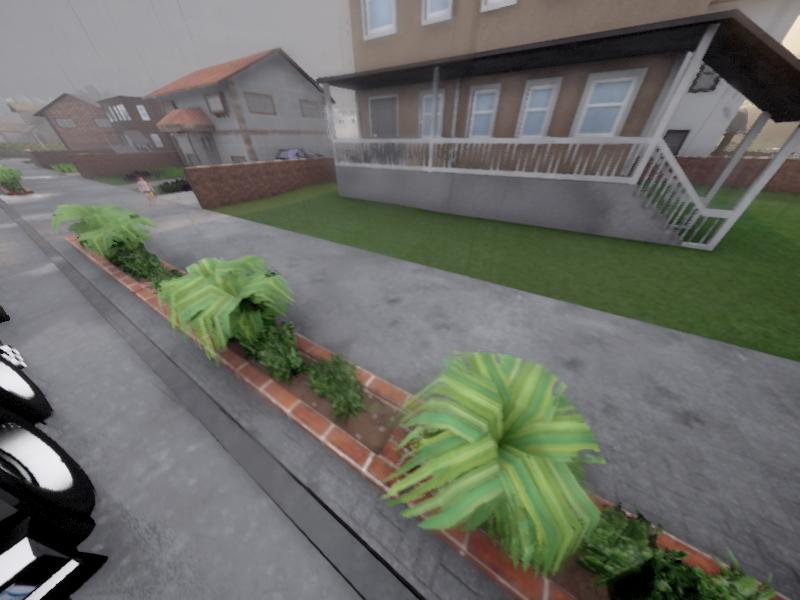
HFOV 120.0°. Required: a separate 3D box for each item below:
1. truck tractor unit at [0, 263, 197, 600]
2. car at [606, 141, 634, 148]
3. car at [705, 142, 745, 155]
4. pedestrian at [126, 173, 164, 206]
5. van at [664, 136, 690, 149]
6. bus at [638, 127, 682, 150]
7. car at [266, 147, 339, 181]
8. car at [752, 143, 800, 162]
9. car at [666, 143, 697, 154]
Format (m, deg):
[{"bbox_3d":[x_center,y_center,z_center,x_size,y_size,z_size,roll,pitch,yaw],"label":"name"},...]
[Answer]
[{"bbox_3d":[-5.108,-0.305,0.778,6.516,4.208,3.053,19,39,24],"label":"truck tractor unit"},{"bbox_3d":[58.184,-41.047,61.051,5.357,1.415,2.033,-5,35,-7],"label":"car"},{"bbox_3d":[52.965,-24.859,37.804,2.033,1.649,4.856,19,39,25],"label":"car"},{"bbox_3d":[-10.119,-4.387,9.188,0.500,1.100,0.500,21,40,28],"label":"pedestrian"},{"bbox_3d":[66.383,-37.847,55.518,1.988,2.561,5.915,19,39,25],"label":"van"},{"bbox_3d":[62.767,-39.400,56.309,3.944,4.253,10.273,19,39,25],"label":"bus"},{"bbox_3d":[-5.886,-8.578,14.406,1.845,1.501,3.633,19,39,25],"label":"car"},{"bbox_3d":[44.945,-17.319,27.068,2.152,1.651,5.027,19,39,25],"label":"car"},{"bbox_3d":[51.806,-28.028,42.629,2.152,1.651,5.027,19,39,25],"label":"car"}]
